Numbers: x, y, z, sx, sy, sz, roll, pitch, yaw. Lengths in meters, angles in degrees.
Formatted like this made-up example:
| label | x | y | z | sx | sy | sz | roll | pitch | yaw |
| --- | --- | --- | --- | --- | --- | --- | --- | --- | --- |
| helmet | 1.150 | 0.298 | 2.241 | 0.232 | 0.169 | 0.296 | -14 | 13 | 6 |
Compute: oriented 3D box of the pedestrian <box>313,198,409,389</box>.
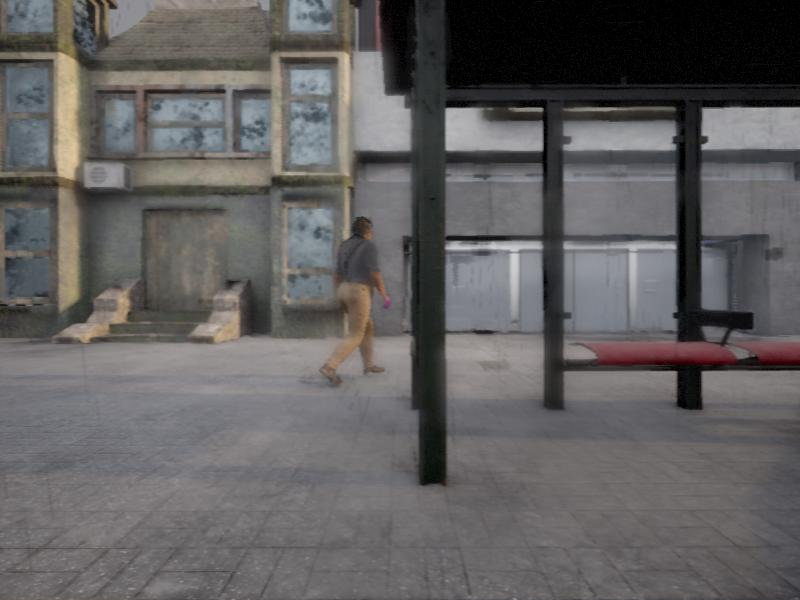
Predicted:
| label | x | y | z | sx | sy | sz | roll | pitch | yaw |
| --- | --- | --- | --- | --- | --- | --- | --- | --- | --- |
| pedestrian | -0.432 | -0.066 | 4.418 | 0.751 | 1.860 | 0.751 | 0 | 0 | -43 |
